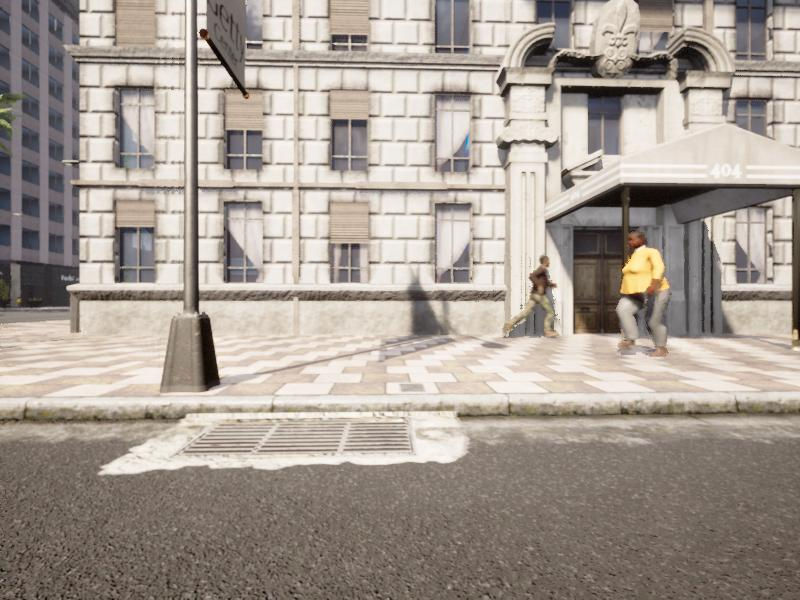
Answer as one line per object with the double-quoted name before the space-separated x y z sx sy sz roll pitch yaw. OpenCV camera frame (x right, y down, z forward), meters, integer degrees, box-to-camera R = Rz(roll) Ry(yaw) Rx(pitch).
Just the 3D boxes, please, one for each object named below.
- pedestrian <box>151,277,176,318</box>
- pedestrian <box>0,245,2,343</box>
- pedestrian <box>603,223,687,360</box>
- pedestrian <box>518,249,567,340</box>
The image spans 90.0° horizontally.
"pedestrian" -10.880 -0.114 18.429 0.751 1.860 0.751 0 0 -6
"pedestrian" -7.858 -0.114 7.154 0.751 1.860 0.751 0 0 -7
"pedestrian" 3.542 -0.115 5.845 0.751 1.860 0.751 0 0 -5
"pedestrian" 3.035 -0.115 8.560 0.751 1.860 0.751 0 0 -4
